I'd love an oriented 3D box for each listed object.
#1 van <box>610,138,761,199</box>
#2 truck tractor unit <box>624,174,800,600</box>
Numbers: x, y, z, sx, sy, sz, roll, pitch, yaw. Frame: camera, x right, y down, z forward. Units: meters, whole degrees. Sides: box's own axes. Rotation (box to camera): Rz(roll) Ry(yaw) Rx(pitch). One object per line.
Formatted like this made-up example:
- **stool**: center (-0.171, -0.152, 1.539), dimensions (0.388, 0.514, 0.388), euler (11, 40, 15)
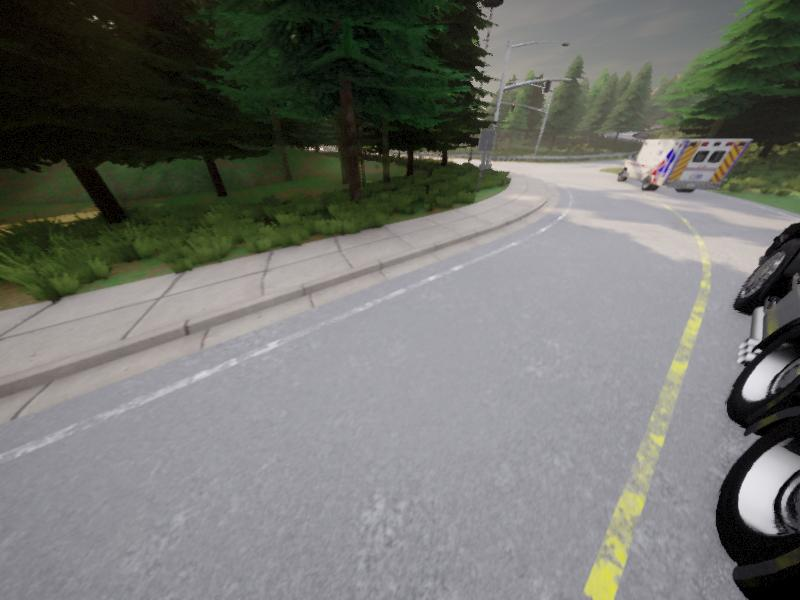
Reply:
- **van**: center (15.459, -7.868, 13.429), dimensions (2.351, 2.431, 6.366), euler (11, 36, 15)
- **truck tractor unit**: center (4.944, -0.438, 0.990), dimensions (6.516, 4.208, 3.053), euler (-24, 41, -31)
